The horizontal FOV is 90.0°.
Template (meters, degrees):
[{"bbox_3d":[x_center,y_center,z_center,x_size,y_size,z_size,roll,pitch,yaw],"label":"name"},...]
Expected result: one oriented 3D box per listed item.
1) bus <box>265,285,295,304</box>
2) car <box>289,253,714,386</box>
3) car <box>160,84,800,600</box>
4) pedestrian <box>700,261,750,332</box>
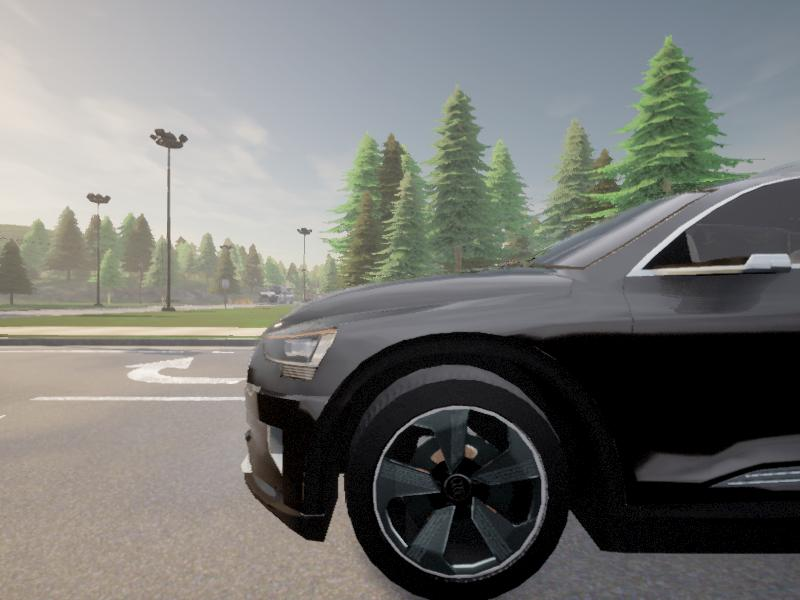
[{"bbox_3d":[-28.741,-1.265,96.429,3.944,4.253,10.273,0,0,1],"label":"bus"},{"bbox_3d":[1.185,0.231,5.705,4.974,1.542,2.038,0,0,0],"label":"car"},{"bbox_3d":[1.705,0.185,2.231,4.856,1.649,2.033,0,0,0],"label":"car"},{"bbox_3d":[8.831,-0.088,10.912,0.751,1.860,0.751,0,0,1],"label":"pedestrian"}]
